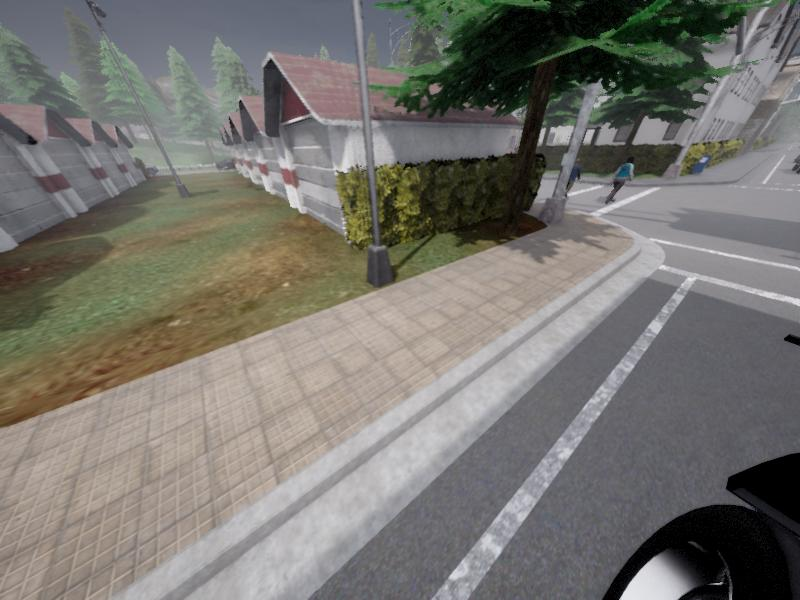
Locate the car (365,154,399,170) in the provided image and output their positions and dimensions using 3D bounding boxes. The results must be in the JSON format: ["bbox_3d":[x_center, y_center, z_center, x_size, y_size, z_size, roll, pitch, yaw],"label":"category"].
[{"bbox_3d":[-2.353,-17.632,29.476,1.882,1.535,5.008,-22,39,-28],"label":"car"}]

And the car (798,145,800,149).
[{"bbox_3d":[76.015,-29.020,42.778,4.892,1.490,1.837,-23,39,-28],"label":"car"}]

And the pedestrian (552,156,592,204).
[{"bbox_3d":[7.945,-5.579,10.717,0.751,1.860,0.751,-24,40,-30],"label":"pedestrian"}]

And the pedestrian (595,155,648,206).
[{"bbox_3d":[9.466,-5.127,9.946,0.751,1.860,0.751,-13,35,-16],"label":"pedestrian"}]

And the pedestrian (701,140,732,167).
[{"bbox_3d":[26.296,-12.204,19.221,0.751,1.860,0.751,-23,39,-29],"label":"pedestrian"}]

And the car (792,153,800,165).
[{"bbox_3d":[37.564,-13.034,20.702,4.181,1.385,1.994,-22,39,-27],"label":"car"}]

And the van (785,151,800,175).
[{"bbox_3d":[28.614,-9.627,15.405,4.480,2.038,2.069,-26,41,-31],"label":"van"}]

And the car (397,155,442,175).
[{"bbox_3d":[1.896,-14.356,24.404,1.882,1.535,5.008,-22,39,-28],"label":"car"}]
